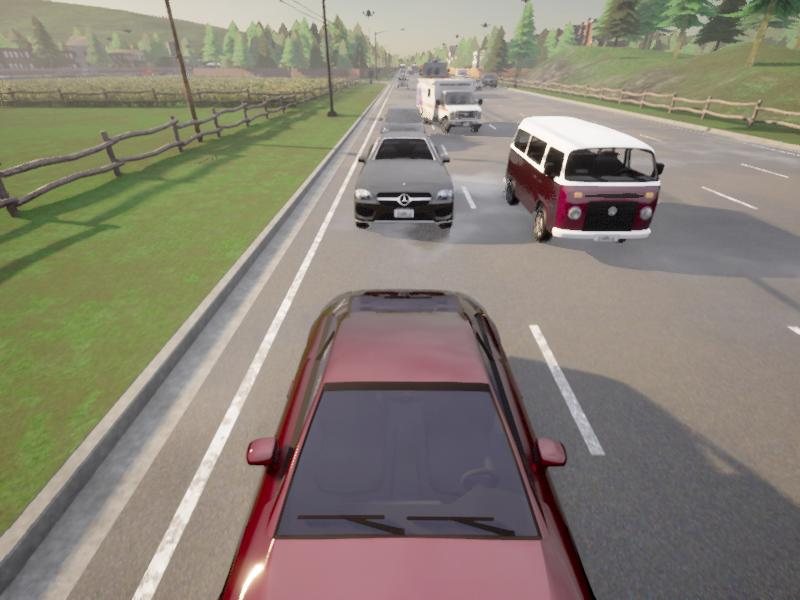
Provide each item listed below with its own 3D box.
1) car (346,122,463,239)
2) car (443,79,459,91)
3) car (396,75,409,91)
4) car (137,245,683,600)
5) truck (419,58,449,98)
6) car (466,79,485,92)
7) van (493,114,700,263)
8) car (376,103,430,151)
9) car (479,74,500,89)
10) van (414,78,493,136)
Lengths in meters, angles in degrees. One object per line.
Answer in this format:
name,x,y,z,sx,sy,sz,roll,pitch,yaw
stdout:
car,0.096,-3.235,9.974,2.152,1.651,5.027,0,30,0
car,7.405,-31.395,58.353,1.845,1.501,3.633,0,30,0
car,0.424,-33.113,60.937,1.932,1.855,4.605,0,31,0
car,0.038,1.046,2.936,1.994,1.385,4.181,0,30,0
truck,3.835,-26.396,47.501,2.891,3.827,8.468,0,30,0
car,10.905,-31.215,58.101,1.970,1.475,3.806,0,30,0
van,3.588,-2.665,8.590,2.069,2.038,4.480,0,30,0
car,0.148,-8.080,18.420,2.163,1.488,4.792,0,30,0
car,14.452,-35.679,65.201,2.150,2.045,5.566,0,30,0
van,2.704,-11.047,22.571,2.351,2.431,6.366,-6,31,-10
